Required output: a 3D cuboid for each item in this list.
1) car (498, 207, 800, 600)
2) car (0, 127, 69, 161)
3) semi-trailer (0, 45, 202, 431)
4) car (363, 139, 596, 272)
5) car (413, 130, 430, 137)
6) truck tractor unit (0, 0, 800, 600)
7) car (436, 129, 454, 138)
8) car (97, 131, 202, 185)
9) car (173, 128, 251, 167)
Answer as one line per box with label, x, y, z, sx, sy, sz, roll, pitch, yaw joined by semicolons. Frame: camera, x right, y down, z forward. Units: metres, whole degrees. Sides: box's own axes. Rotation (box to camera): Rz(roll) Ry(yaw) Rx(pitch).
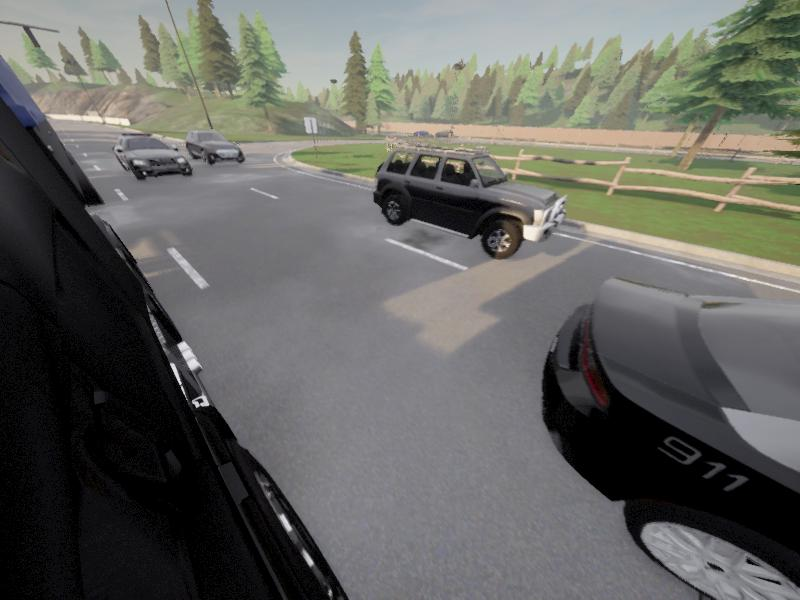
car;3.477;1.269;0.759;5.238;1.638;1.930;28;44;30
car;-21.816;-9.322;13.685;4.181;1.385;1.994;28;44;30
semi-trailer;-8.703;-3.591;4.241;14.254;4.402;2.717;28;44;30
car;1.455;-2.652;5.663;4.605;1.855;1.932;28;44;30
car;6.483;-50.268;69.626;4.514;1.525;2.007;28;44;30
truck tractor unit;-2.645;-0.295;0.351;6.516;4.208;3.053;28;44;30
car;12.741;-47.134;65.450;4.605;1.855;1.932;28;44;30
car;-11.419;-6.611;10.507;4.974;1.542;2.038;28;44;30
car;-11.641;-9.512;14.280;4.856;1.649;2.033;28;44;30
